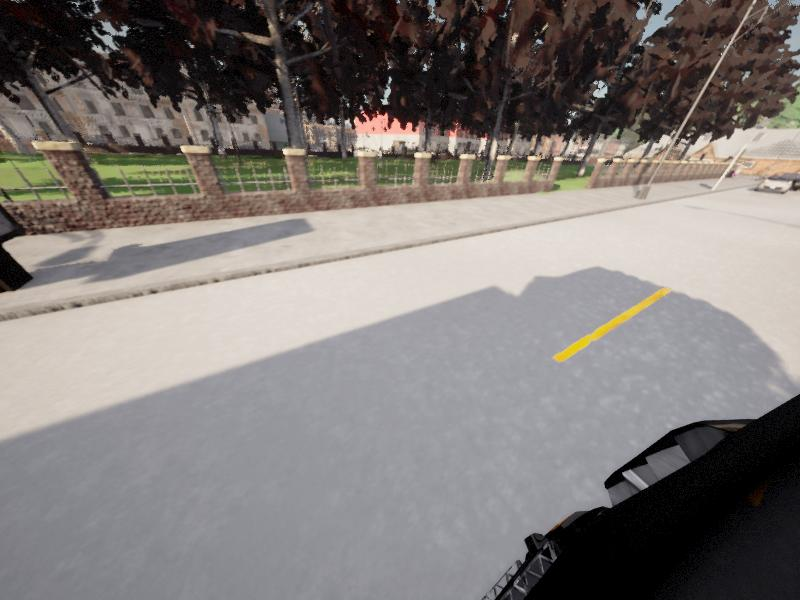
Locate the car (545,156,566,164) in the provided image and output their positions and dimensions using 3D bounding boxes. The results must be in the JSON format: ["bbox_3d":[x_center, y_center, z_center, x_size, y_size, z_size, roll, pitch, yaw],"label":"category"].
[{"bbox_3d":[39.125,-35.337,58.104,1.845,1.501,3.633,-16,38,-26],"label":"car"}]

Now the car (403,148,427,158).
[{"bbox_3d":[3.201,-30.742,48.334,4.514,1.525,2.007,-16,38,-26],"label":"car"}]

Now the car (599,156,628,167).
[{"bbox_3d":[47.805,-31.138,51.790,1.905,1.878,3.866,-16,38,-26],"label":"car"}]

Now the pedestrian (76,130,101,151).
[{"bbox_3d":[-34.897,-17.836,25.908,0.751,1.860,0.751,-8,35,-16],"label":"pedestrian"}]

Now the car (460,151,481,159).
[{"bbox_3d":[16.888,-34.667,55.261,4.892,1.490,1.837,-17,38,-26],"label":"car"}]

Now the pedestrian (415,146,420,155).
[{"bbox_3d":[4.195,-36.161,55.913,0.751,1.860,0.751,-23,42,-33],"label":"pedestrian"}]

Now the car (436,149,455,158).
[{"bbox_3d":[10.141,-32.768,51.813,3.705,1.549,1.789,-16,38,-26],"label":"car"}]

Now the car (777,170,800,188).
[{"bbox_3d":[44.739,-13.511,25.737,5.366,1.575,1.801,-16,38,-25],"label":"car"}]

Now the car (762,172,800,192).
[{"bbox_3d":[38.308,-11.652,22.682,5.357,1.411,2.033,-17,39,-26],"label":"car"}]

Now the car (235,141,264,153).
[{"bbox_3d":[-24.808,-25.191,38.072,3.633,1.501,1.845,-16,38,-26],"label":"car"}]

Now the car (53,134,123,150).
[{"bbox_3d":[-40.468,-20.624,30.179,4.902,1.511,2.128,-16,38,-26],"label":"car"}]

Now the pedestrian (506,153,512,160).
[{"bbox_3d":[26.116,-34.294,55.235,0.751,1.300,0.751,-16,38,-26],"label":"pedestrian"}]

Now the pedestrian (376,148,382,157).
[{"bbox_3d":[-3.634,-25.668,40.286,0.751,1.300,0.751,-17,39,-26],"label":"pedestrian"}]

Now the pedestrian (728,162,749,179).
[{"bbox_3d":[46.069,-17.619,31.448,0.751,1.860,0.751,-16,38,-26],"label":"pedestrian"}]

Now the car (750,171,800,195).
[{"bbox_3d":[32.451,-10.081,19.807,3.633,1.501,1.845,-17,39,-27],"label":"car"}]

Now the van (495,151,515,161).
[{"bbox_3d":[27.474,-37.815,60.518,4.480,2.038,2.069,-16,38,-26],"label":"van"}]
